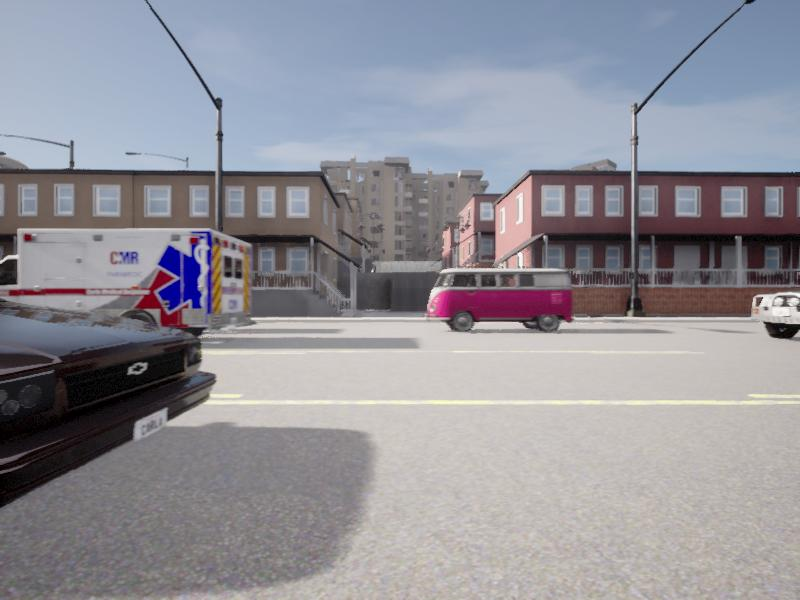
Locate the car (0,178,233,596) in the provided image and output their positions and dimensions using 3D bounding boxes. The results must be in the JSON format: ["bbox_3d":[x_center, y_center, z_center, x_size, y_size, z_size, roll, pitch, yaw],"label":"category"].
[{"bbox_3d":[-4.026,0.293,2.205,5.357,1.411,2.033,0,0,0],"label":"car"}]

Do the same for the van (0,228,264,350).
[{"bbox_3d":[-6.712,-0.224,9.205,6.366,2.431,2.351,0,0,0],"label":"van"}]

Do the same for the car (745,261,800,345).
[{"bbox_3d":[11.072,0.054,9.197,4.605,1.855,1.932,0,0,0],"label":"car"}]

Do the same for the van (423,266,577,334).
[{"bbox_3d":[3.003,-0.003,12.692,4.442,1.987,1.775,0,0,0],"label":"van"}]

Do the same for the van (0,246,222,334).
[{"bbox_3d":[-9.031,-0.281,12.687,5.915,2.561,1.988,0,0,0],"label":"van"}]
